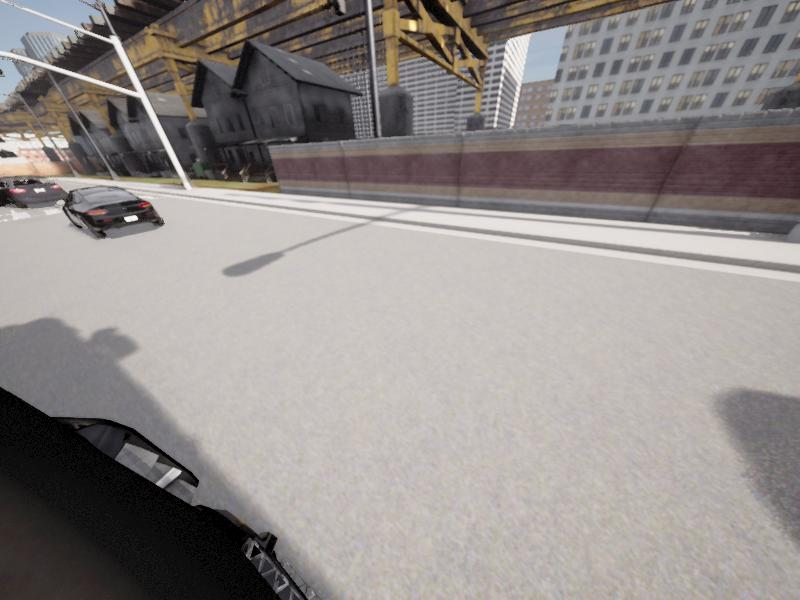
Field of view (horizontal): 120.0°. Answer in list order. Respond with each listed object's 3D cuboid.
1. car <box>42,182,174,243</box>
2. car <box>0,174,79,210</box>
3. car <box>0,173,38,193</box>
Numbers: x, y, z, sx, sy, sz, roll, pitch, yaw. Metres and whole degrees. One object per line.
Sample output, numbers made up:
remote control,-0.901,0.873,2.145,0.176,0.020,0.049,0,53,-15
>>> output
car,-10.960,-3.449,8.671,4.674,1.442,1.812,17,38,27
car,-23.863,-6.925,14.659,4.611,1.667,2.242,9,35,17
car,-40.953,-12.401,24.320,4.902,1.511,2.128,17,38,27
